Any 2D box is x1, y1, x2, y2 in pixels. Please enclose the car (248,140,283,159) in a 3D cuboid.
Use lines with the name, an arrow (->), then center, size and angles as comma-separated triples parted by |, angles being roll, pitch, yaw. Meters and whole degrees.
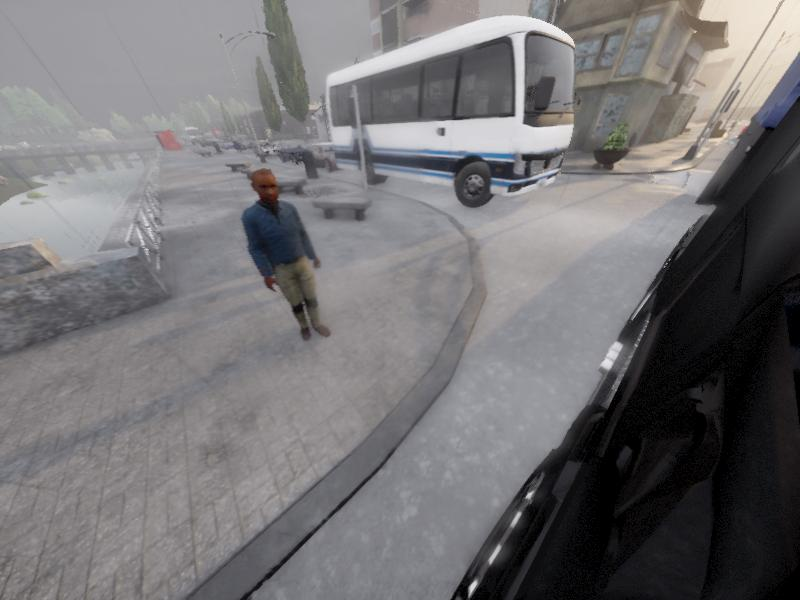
car -> -14.586, -16.353, 24.993 | 1.970, 1.475, 3.806 | -28, 44, -30

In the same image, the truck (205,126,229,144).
truck -> -51.897, -46.621, 65.441 | 2.891, 3.827, 8.468 | -28, 44, -30

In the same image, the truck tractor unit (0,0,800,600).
truck tractor unit -> 2.645, -0.295, 0.352 | 6.516, 4.208, 3.053 | -28, 44, -30

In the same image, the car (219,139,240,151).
car -> -28.345, -25.801, 38.355 | 1.816, 1.474, 4.193 | -28, 44, -30

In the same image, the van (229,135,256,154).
van -> -21.592, -21.361, 31.636 | 1.775, 1.987, 4.442 | -28, 44, -30

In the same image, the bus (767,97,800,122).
bus -> 91.972, -45.002, 54.570 | 10.273, 4.253, 3.944 | -28, 44, -30

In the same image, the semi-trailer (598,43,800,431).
semi-trailer -> 8.693, -3.604, 4.241 | 14.254, 4.402, 2.717 | -28, 44, -30

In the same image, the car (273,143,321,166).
car -> -8.647, -12.207, 19.286 | 1.895, 1.301, 4.718 | -28, 44, -30

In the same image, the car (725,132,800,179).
car -> 16.745, -6.628, 10.394 | 4.718, 1.301, 1.895 | -28, 44, -30

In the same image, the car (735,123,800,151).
car -> 26.092, -11.655, 16.471 | 4.181, 1.385, 1.994 | -28, 44, -30

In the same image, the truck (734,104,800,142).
truck -> 33.242, -15.923, 20.821 | 5.204, 2.467, 2.627 | -28, 44, -30

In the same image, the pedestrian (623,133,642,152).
pedestrian -> 16.773, -11.389, 16.673 | 0.500, 1.100, 0.500 | -28, 44, -30

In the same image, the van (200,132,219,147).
van -> -43.451, -36.596, 52.663 | 1.988, 2.561, 5.915 | -28, 44, -30

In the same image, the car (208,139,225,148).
car -> -38.013, -32.425, 47.749 | 1.812, 1.442, 4.674 | -28, 44, -30

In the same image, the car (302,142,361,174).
car -> -4.559, -9.463, 15.251 | 1.970, 1.475, 3.806 | -28, 44, -30

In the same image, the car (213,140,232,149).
car -> -32.913, -28.867, 42.845 | 1.895, 1.301, 4.718 | -28, 44, -30

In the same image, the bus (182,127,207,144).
bus -> -66.778, -53.379, 74.933 | 3.944, 4.253, 10.273 | -28, 44, -30

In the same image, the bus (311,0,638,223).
bus -> 1.085, -6.841, 9.127 | 3.944, 4.253, 10.273 | -29, 44, -31

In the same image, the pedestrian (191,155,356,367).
pedestrian -> -1.116, -0.333, 2.366 | 0.751, 1.860, 0.751 | -29, 44, -30
